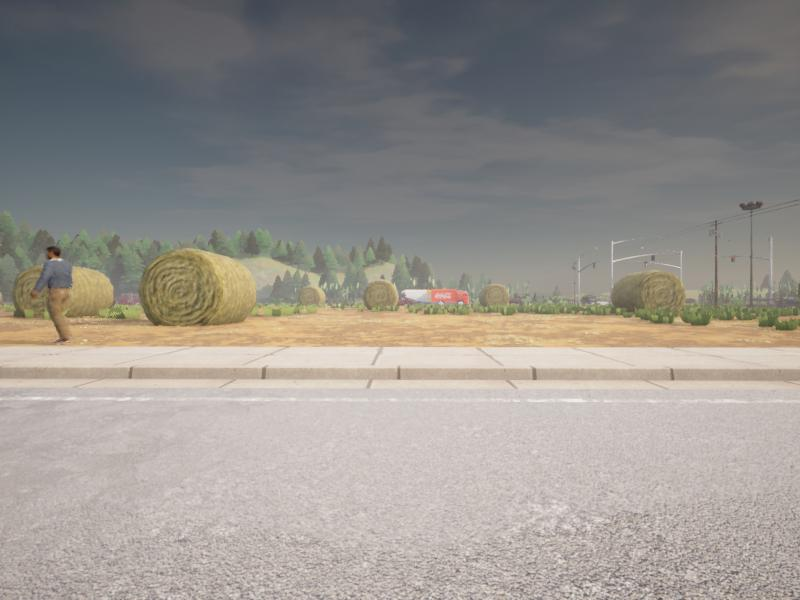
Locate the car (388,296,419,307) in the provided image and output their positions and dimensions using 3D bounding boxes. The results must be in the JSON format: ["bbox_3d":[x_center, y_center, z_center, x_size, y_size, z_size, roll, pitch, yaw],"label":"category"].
[{"bbox_3d":[0.491,0.246,56.231,4.193,1.474,1.816,0,0,5],"label":"car"}]

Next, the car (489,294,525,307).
[{"bbox_3d":[14.698,0.086,55.080,4.553,1.767,2.097,0,0,5],"label":"car"}]

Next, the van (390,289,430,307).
[{"bbox_3d":[1.491,-0.286,59.667,5.915,2.561,1.988,0,0,5],"label":"van"}]

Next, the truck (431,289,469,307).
[{"bbox_3d":[6.916,-0.254,55.710,5.204,2.467,2.627,0,0,5],"label":"truck"}]

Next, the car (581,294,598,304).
[{"bbox_3d":[34.275,-0.185,72.432,1.789,1.549,3.705,0,3,7],"label":"car"}]

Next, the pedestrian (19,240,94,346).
[{"bbox_3d":[-6.331,-0.115,7.409,0.751,1.860,0.751,0,0,-3],"label":"pedestrian"}]
